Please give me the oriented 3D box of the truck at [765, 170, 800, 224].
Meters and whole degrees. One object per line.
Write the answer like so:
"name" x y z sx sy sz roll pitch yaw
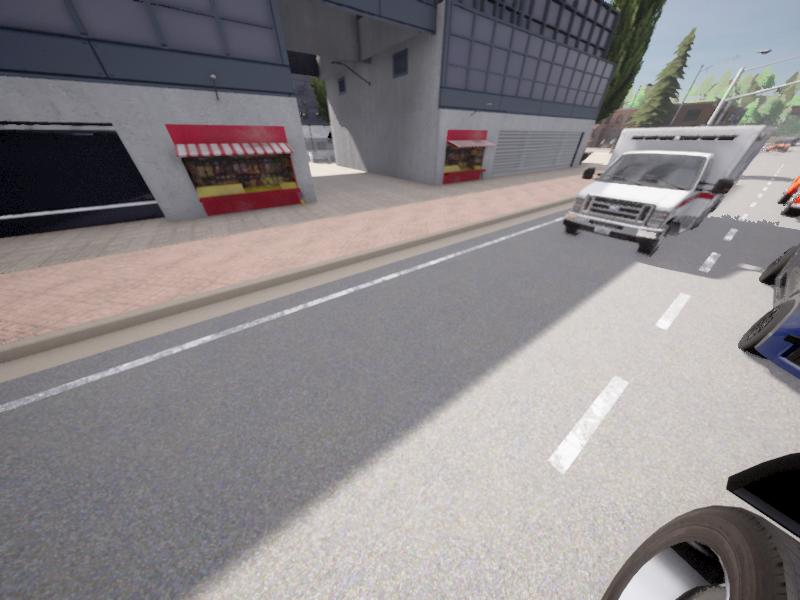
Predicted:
"truck" 14.962 -3.923 7.260 5.204 2.467 2.627 -22 41 -28

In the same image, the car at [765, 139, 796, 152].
"car" 65.454 -26.566 39.725 4.553 1.767 2.097 -22 41 -28

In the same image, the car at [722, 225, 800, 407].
"car" 6.281 -0.070 2.548 4.611 1.667 2.242 -22 40 -28

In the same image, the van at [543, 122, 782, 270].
"van" 7.232 -3.233 6.363 6.366 2.431 2.351 -22 41 -28
